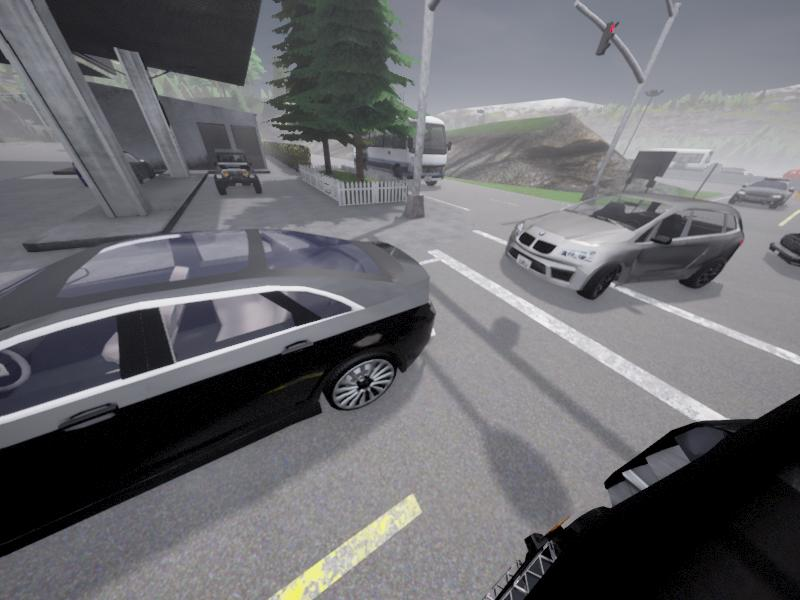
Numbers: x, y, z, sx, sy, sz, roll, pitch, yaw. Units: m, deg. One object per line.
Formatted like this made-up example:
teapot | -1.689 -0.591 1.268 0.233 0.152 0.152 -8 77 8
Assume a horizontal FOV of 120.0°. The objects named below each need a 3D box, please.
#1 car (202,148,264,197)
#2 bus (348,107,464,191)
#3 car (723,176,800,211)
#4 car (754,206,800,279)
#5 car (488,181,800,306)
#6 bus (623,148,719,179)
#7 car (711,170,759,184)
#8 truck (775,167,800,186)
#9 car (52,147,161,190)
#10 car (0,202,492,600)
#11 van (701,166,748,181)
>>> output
car | -8.752 -6.870 12.280 1.905 1.878 3.866 -16 38 -26
bus | -0.344 -11.885 18.347 3.944 4.253 10.273 -16 38 -26
car | 23.813 -7.035 15.061 4.974 1.542 2.038 -16 38 -26
car | 12.214 -0.542 4.616 5.357 1.411 2.033 29 41 34
car | 4.756 -1.387 5.003 4.611 1.667 2.242 -5 34 -15
bus | 49.939 -25.801 43.298 3.944 4.253 10.273 -16 38 -26
car | 51.746 -19.049 35.781 1.970 1.475 3.806 -16 38 -26
truck | 63.832 -19.070 35.865 2.627 2.467 5.204 -16 38 -26
car | -15.831 -7.471 12.929 2.242 1.667 4.611 -16 38 -26
car | -1.957 0.344 1.918 4.902 1.511 2.128 -16 38 -26
van | 59.331 -23.335 42.379 1.775 1.987 4.442 -16 38 -26
